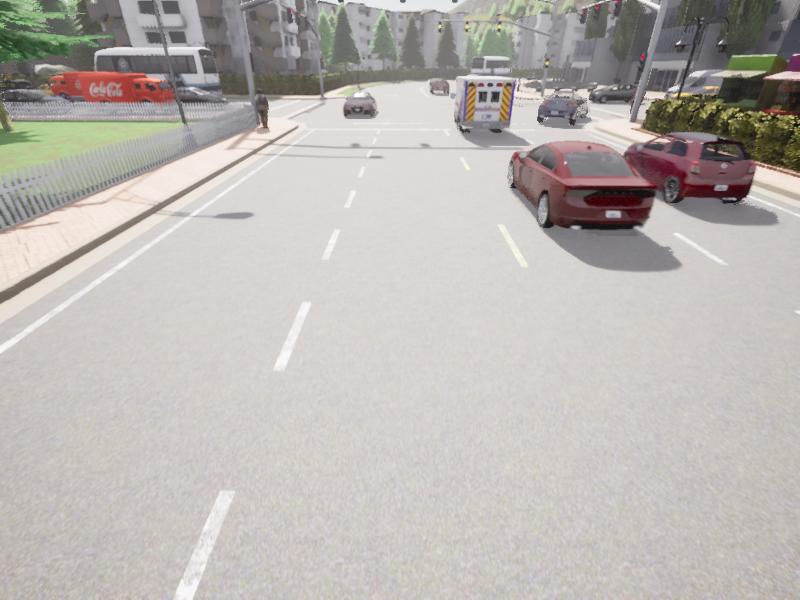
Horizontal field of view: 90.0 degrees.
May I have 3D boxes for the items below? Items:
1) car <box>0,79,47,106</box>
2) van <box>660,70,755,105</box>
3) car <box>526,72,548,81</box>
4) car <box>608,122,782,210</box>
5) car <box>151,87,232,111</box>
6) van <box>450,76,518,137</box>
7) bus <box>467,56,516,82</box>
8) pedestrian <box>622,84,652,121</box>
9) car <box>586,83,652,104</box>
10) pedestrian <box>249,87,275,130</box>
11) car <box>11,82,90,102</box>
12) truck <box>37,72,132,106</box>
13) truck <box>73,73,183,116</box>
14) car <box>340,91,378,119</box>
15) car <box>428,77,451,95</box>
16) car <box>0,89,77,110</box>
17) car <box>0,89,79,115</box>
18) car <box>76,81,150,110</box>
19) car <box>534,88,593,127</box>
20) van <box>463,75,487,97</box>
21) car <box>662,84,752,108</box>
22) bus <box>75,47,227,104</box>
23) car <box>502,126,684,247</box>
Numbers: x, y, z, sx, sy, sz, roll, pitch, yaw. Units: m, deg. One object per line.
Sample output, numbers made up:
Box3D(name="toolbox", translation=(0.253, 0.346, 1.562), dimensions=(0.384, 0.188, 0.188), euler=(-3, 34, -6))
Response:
Box3D(name="car", translation=(-33.154, -17.690, 34.088), dimensions=(3.866, 1.878, 1.905), euler=(1, 31, 2))
Box3D(name="van", translation=(26.629, -18.553, 34.869), dimensions=(5.915, 2.561, 1.988), euler=(1, 31, 2))
Box3D(name="car", translation=(28.347, -46.144, 82.641), dimensions=(3.988, 1.617, 1.851), euler=(-16, 34, -25))
Box3D(name="car", translation=(7.478, -3.723, 10.729), dimensions=(1.845, 1.501, 3.633), euler=(0, 31, 1))
Box3D(name="car", translation=(-15.816, -15.400, 30.566), dimensions=(4.902, 1.511, 2.128), euler=(1, 31, 2))
Box3D(name="van", translation=(4.179, -10.449, 21.253), dimensions=(2.351, 2.431, 6.366), euler=(1, 31, 1))
Box3D(name="bus", translation=(18.230, -45.795, 79.387), dimensions=(10.273, 4.253, 3.944), euler=(-27, 39, -37))
Box3D(name="pedestrian", translation=(13.656, -11.400, 23.070), dimensions=(0.751, 1.860, 0.751), euler=(-14, 33, -22))
Box3D(name="car", translation=(19.226, -18.249, 35.356), dimensions=(4.514, 1.525, 2.007), euler=(1, 31, 2))
Box3D(name="pedestrian", translation=(-6.830, -9.515, 19.893), dimensions=(0.751, 1.860, 0.751), euler=(1, 31, 1))
Box3D(name="car", translation=(-32.345, -19.319, 37.156), dimensions=(5.366, 1.575, 1.801), euler=(1, 31, 2))
Box3D(name="truck", translation=(-26.390, -17.803, 33.704), dimensions=(5.204, 2.467, 2.627), euler=(1, 31, 2))
Box3D(name="truck", translation=(-18.413, -14.086, 27.396), dimensions=(5.204, 2.467, 2.627), euler=(1, 31, 2))
Box3D(name="car", translation=(-2.660, -13.263, 27.074), dimensions=(1.994, 1.385, 4.181), euler=(1, 31, 1))
Box3D(name="car", translation=(4.654, -25.551, 47.654), dimensions=(2.152, 1.651, 5.027), euler=(0, 30, 0))
Box3D(name="car", translation=(-28.357, -15.558, 31.056), dimensions=(4.718, 1.301, 1.895), euler=(1, 31, 2))
Box3D(name="car", translation=(-25.764, -13.812, 27.897), dimensions=(4.892, 1.490, 1.837), euler=(1, 31, 2))
Box3D(name="car", translation=(-21.886, -15.684, 30.677), dimensions=(3.866, 1.878, 1.905), euler=(1, 31, 2))
Box3D(name="car", translation=(10.024, -11.814, 24.359), dimensions=(2.152, 1.651, 5.027), euler=(16, 34, 26))
Box3D(name="van", translation=(8.177, -23.568, 43.932), dimensions=(1.775, 1.987, 4.442), euler=(0, 31, 0))
Box3D(name="car", translation=(24.530, -16.383, 32.136), dimensions=(5.366, 1.575, 1.801), euler=(1, 31, 3))
Box3D(name="bus", translation=(-21.933, -20.200, 36.012), dimensions=(10.273, 4.253, 3.944), euler=(1, 31, 2))
Box3D(name="car", translation=(3.953, -2.943, 9.401), dimensions=(1.882, 1.535, 5.008), euler=(0, 30, 1))
